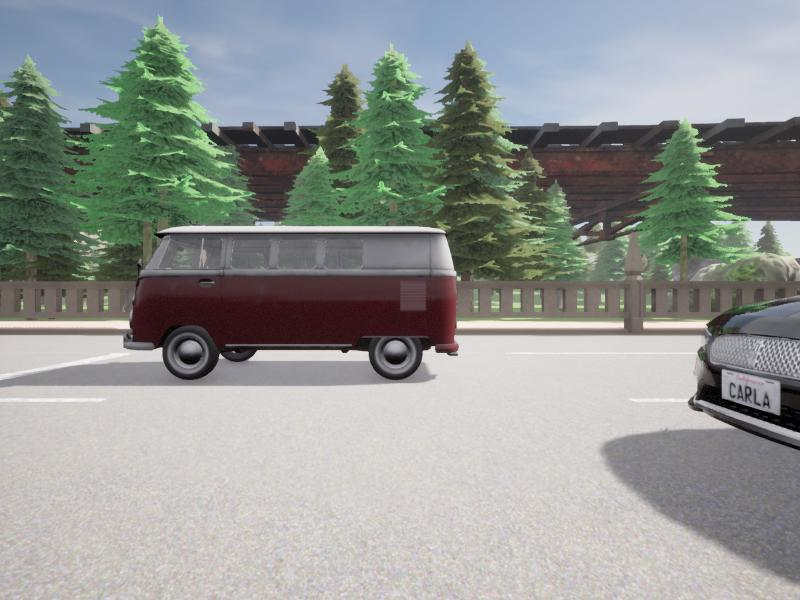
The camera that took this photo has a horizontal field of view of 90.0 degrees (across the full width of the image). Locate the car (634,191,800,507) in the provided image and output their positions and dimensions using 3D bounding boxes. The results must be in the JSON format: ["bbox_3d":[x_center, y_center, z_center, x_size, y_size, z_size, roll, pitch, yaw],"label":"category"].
[{"bbox_3d":[4.363,0.237,2.200,4.902,1.511,2.128,0,0,0],"label":"car"}]

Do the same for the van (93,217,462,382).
[{"bbox_3d":[-1.470,-0.002,5.700,4.442,1.987,1.775,0,0,0],"label":"van"}]
